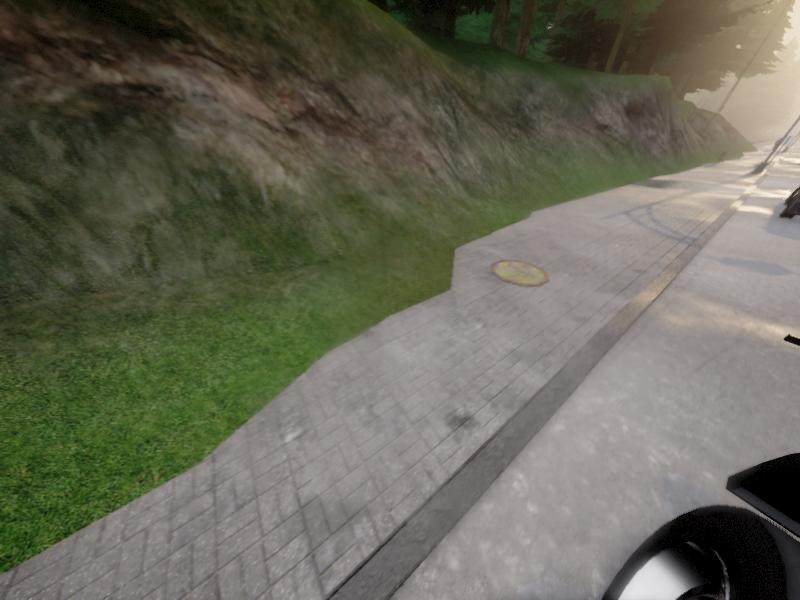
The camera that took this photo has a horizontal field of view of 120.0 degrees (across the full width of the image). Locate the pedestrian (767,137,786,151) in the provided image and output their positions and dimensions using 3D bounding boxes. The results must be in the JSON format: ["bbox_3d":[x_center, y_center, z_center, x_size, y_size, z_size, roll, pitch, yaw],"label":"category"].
[{"bbox_3d":[60.381,-25.004,37.026,0.751,1.860,0.751,-27,43,-32],"label":"pedestrian"}]

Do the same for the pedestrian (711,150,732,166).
[{"bbox_3d":[27.322,-12.072,19.621,0.500,1.100,0.500,-18,39,-23],"label":"pedestrian"}]

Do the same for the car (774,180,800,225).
[{"bbox_3d":[14.509,-3.453,7.237,4.611,1.667,2.242,-22,41,-28],"label":"car"}]
